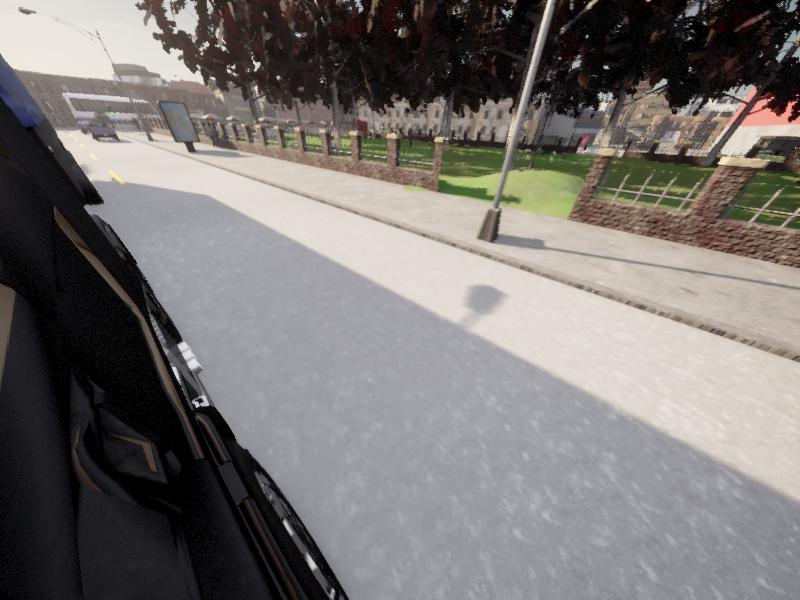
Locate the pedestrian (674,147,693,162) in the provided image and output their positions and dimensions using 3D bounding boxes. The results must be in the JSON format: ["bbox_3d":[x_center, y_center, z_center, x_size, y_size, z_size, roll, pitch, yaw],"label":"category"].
[{"bbox_3d":[31.246,-16.054,25.496,0.751,1.300,0.751,28,44,30],"label":"pedestrian"}]

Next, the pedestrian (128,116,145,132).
[{"bbox_3d":[-37.823,-25.242,33.172,0.751,1.860,0.751,27,43,29],"label":"pedestrian"}]

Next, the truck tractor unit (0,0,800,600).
[{"bbox_3d":[-2.645,-0.295,0.351,6.516,4.208,3.053,28,44,30],"label":"truck tractor unit"}]

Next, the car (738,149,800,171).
[{"bbox_3d":[40.337,-14.967,24.611,4.514,1.525,2.007,28,44,30],"label":"car"}]

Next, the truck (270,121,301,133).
[{"bbox_3d":[-28.490,-43.148,57.733,2.390,2.098,6.274,28,44,30],"label":"truck"}]

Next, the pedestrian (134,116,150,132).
[{"bbox_3d":[-37.644,-25.661,33.740,0.751,1.860,0.751,31,45,32],"label":"pedestrian"}]

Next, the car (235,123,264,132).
[{"bbox_3d":[-34.099,-39.148,52.361,1.882,1.535,5.008,28,44,30],"label":"car"}]

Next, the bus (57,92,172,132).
[{"bbox_3d":[-44.426,-29.477,36.646,3.944,4.253,10.273,28,44,30],"label":"bus"}]

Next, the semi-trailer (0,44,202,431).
[{"bbox_3d":[-8.695,-3.604,4.234,14.254,4.402,2.717,28,44,30],"label":"semi-trailer"}]

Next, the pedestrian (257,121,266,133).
[{"bbox_3d":[-28.152,-35.162,46.931,0.751,1.860,0.751,25,43,27],"label":"pedestrian"}]

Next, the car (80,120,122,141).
[{"bbox_3d":[-29.598,-16.743,22.868,3.633,1.501,1.845,28,44,30],"label":"car"}]

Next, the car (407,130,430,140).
[{"bbox_3d":[4.113,-37.418,52.324,4.902,1.511,2.128,28,44,30],"label":"car"}]

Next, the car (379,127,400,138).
[{"bbox_3d":[-2.415,-37.925,52.318,4.605,1.855,1.932,28,44,31],"label":"car"}]

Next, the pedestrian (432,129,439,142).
[{"bbox_3d":[6.470,-29.909,41.983,0.751,1.860,0.751,-29,47,-35],"label":"pedestrian"}]

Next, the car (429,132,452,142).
[{"bbox_3d":[8.011,-32.185,45.630,3.806,1.475,1.970,28,44,30],"label":"car"}]

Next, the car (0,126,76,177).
[{"bbox_3d":[-16.986,-6.849,10.465,4.514,1.525,2.007,28,44,30],"label":"car"}]

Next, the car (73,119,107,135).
[{"bbox_3d":[-38.686,-21.576,28.826,4.674,1.442,1.812,28,44,30],"label":"car"}]

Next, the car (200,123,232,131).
[{"bbox_3d":[-38.400,-36.074,48.225,1.895,1.301,4.718,28,44,30],"label":"car"}]

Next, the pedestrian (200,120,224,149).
[{"bbox_3d":[-15.564,-13.688,19.143,0.751,1.860,0.751,28,44,30],"label":"pedestrian"}]
